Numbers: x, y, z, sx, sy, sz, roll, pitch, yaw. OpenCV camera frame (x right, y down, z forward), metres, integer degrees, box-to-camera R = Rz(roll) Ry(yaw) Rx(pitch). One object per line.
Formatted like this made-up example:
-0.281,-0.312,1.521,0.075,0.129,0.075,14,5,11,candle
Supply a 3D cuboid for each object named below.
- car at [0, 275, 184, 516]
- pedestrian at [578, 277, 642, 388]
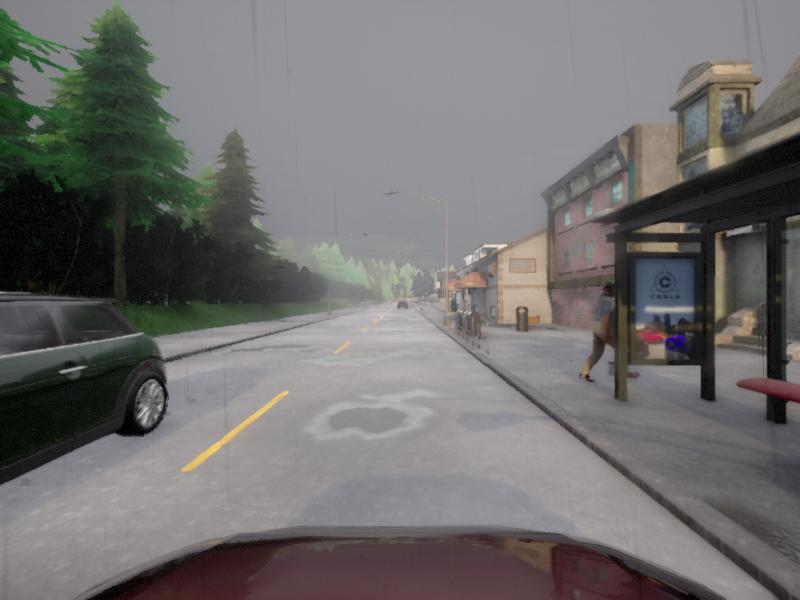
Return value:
-3.978,0.697,3.118,2.097,1.767,4.553,0,0,0,car
3.701,0.539,7.097,0.751,1.860,0.751,0,0,2,pedestrian
